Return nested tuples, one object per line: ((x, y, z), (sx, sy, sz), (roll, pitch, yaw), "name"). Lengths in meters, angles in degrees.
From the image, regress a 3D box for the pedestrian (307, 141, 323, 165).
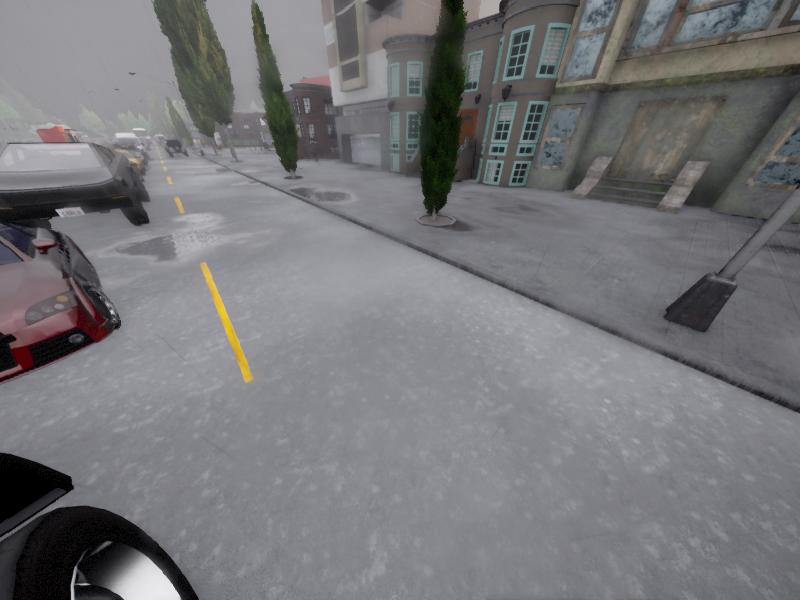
((-7.755, -13.415, 21.077), (0.751, 1.860, 0.751), (-30, 45, -35), "pedestrian")

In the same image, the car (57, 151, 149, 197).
((-15.010, -6.744, 12.064), (2.128, 1.511, 4.902), (-27, 43, -33), "car")

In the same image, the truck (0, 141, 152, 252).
((-10.218, -3.817, 7.436), (2.390, 2.098, 6.274), (-27, 43, -33), "truck")

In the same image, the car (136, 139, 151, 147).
((-66.530, -40.862, 59.984), (2.033, 1.649, 4.856), (-27, 43, -33), "car")

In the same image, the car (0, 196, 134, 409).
((-5.679, -0.207, 3.005), (4.181, 1.385, 1.994), (24, 41, 31), "car")

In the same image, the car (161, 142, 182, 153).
((-39.287, -26.265, 39.647), (1.970, 1.475, 3.806), (-27, 43, -33), "car")

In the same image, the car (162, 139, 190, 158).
((-30.047, -20.339, 30.918), (1.905, 1.878, 3.866), (-27, 44, -33), "car")

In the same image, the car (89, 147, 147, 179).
((-19.616, -9.819, 16.334), (1.801, 1.575, 5.366), (-27, 43, -33), "car")

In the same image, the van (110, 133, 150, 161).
((-32.102, -18.464, 27.674), (1.988, 2.561, 5.915), (-27, 44, -33), "van")

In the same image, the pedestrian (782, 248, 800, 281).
((7.857, -1.159, 3.799), (0.751, 1.860, 0.751), (-28, 44, -34), "pedestrian")

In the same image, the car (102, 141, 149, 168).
((-24.811, -13.375, 21.084), (1.932, 1.855, 4.605), (-27, 43, -33), "car")

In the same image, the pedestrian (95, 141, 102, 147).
((-72.759, -37.687, 55.696), (0.500, 1.100, 0.500), (-29, 44, -35), "pedestrian")
